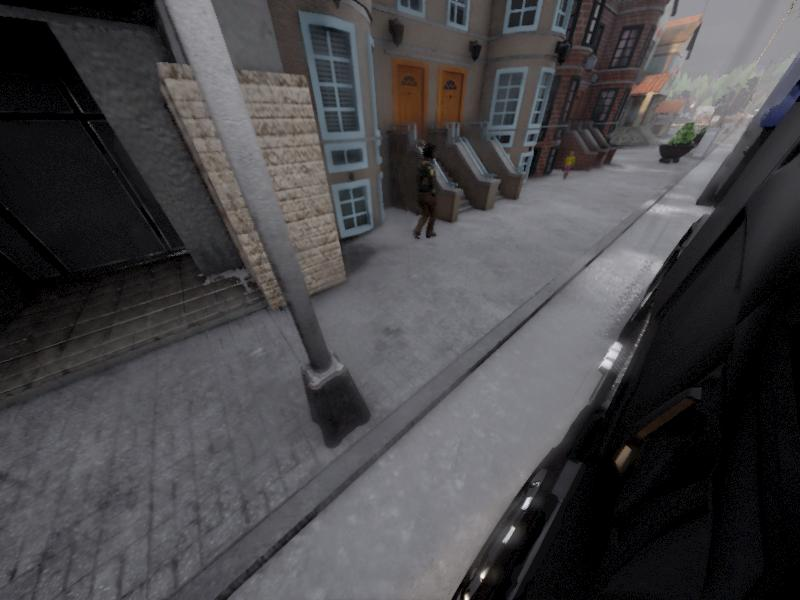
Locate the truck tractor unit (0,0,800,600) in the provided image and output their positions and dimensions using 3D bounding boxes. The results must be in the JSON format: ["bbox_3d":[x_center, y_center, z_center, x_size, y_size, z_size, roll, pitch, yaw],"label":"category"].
[{"bbox_3d":[2.645,-0.295,0.351,6.516,4.208,3.053,-28,44,-30],"label":"truck tractor unit"}]

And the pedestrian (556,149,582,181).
[{"bbox_3d":[7.137,-5.679,9.752,0.500,1.100,0.500,23,43,30],"label":"pedestrian"}]

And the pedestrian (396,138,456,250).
[{"bbox_3d":[0.481,-2.094,4.630,0.751,1.860,0.751,-24,42,-27],"label":"pedestrian"}]

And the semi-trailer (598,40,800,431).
[{"bbox_3d":[8.700,-3.581,4.258,14.254,4.402,2.717,-28,44,-30],"label":"semi-trailer"}]

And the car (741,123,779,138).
[{"bbox_3d":[42.348,-19.989,27.234,4.718,1.301,1.895,-28,43,-30],"label":"car"}]
